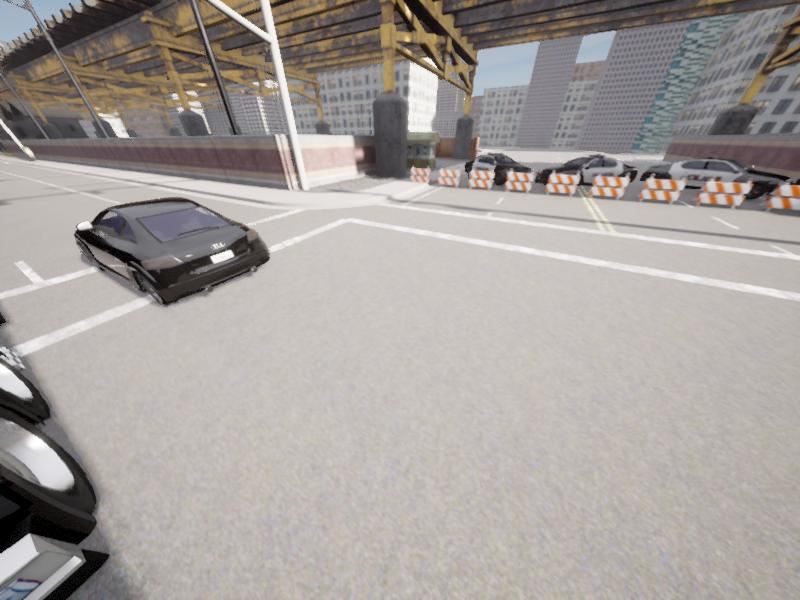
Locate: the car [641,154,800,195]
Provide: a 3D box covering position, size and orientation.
[{"bbox_3d":[15.226,-6.218,11.168,1.853,1.218,4.536,-20,39,-26],"label":"car"}]

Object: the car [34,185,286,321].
[{"bbox_3d":[-4.799,-1.318,4.756,4.181,1.385,1.994,17,38,24],"label":"car"}]

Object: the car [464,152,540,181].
[{"bbox_3d":[6.126,-8.542,14.595,1.853,1.218,4.536,-10,36,-14],"label":"car"}]

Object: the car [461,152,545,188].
[{"bbox_3d":[6.143,-8.384,14.645,2.038,1.542,4.974,-10,36,-14],"label":"car"}]

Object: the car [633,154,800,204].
[{"bbox_3d":[15.255,-6.064,11.222,2.038,1.542,4.974,-20,39,-26],"label":"car"}]

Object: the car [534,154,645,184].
[{"bbox_3d":[10.229,-7.266,12.722,4.536,1.218,1.853,-4,35,-6],"label":"car"}]

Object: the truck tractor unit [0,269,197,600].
[{"bbox_3d":[-5.119,-0.293,0.773,6.516,4.208,3.053,18,39,24],"label":"truck tractor unit"}]

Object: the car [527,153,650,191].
[{"bbox_3d":[10.178,-7.132,12.806,4.974,1.542,2.038,-4,35,-6],"label":"car"}]
